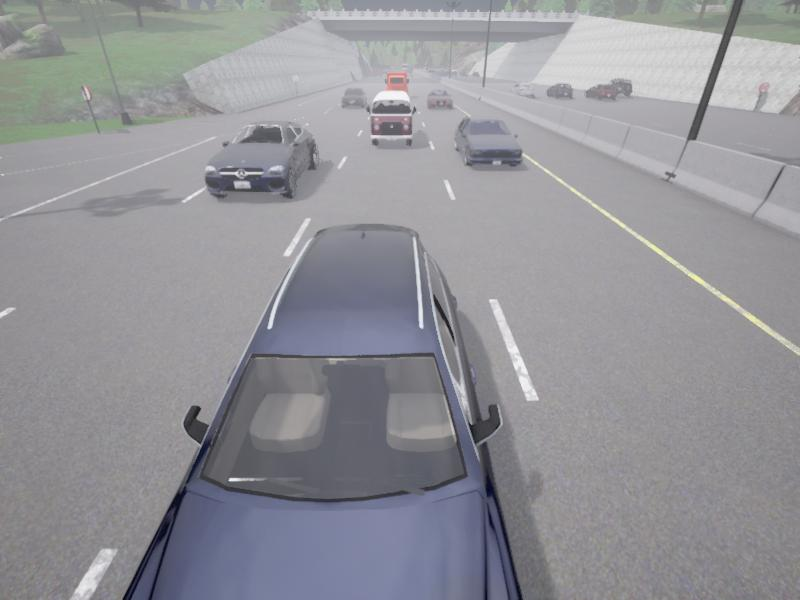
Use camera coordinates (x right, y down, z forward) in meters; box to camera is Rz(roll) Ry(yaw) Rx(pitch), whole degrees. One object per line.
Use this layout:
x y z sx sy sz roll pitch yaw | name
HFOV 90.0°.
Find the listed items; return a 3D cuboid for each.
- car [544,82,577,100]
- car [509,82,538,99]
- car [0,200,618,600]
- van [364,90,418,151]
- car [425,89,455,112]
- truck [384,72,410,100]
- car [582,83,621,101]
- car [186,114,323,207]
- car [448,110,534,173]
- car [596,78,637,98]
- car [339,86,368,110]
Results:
17.178 -22.533 43.080 1.816 1.474 4.193 0 30 0 | car
13.680 -23.405 44.602 1.812 1.442 4.674 0 30 0 | car
-0.363 0.700 3.204 2.033 1.649 4.856 0 30 0 | car
-0.342 -8.141 17.908 2.069 2.038 4.480 0 30 0 | van
3.169 -16.261 32.457 1.994 1.385 4.181 0 30 0 | car
-0.321 -23.428 43.619 2.627 2.467 5.204 0 30 0 | truck
20.675 -21.481 41.282 1.816 1.474 4.193 0 30 0 | car
-3.848 -4.319 11.782 2.152 1.651 5.027 0 30 0 | car
3.152 -6.128 15.102 2.033 1.411 5.357 0 30 0 | car
24.179 -23.803 44.846 1.932 1.855 4.605 0 30 0 | car
-3.829 -17.038 33.659 1.837 1.490 4.892 0 31 0 | car
